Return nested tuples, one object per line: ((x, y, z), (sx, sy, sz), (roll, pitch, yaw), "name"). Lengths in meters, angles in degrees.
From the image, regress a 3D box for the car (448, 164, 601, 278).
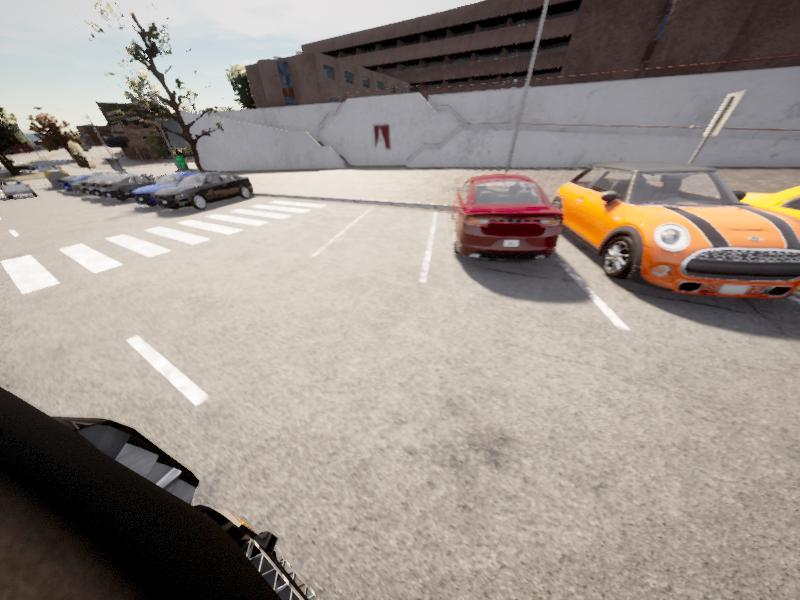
((2.399, -2.473, 6.047), (2.097, 1.535, 5.008), (4, 34, 10), "car")

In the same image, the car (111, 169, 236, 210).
((-13.010, -6.801, 13.914), (2.097, 1.535, 5.008), (4, 33, 10), "car")

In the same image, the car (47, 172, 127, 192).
((-35.474, -13.541, 26.437), (2.231, 1.521, 4.892), (6, 33, 14), "car")

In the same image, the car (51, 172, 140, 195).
((-30.586, -11.960, 23.518), (2.097, 1.535, 5.008), (5, 33, 13), "car")

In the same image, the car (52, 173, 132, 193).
((-33.027, -12.714, 24.994), (2.002, 1.452, 4.674), (6, 33, 14), "car")

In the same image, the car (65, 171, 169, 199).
((-23.148, -9.677, 19.286), (2.231, 1.521, 4.892), (4, 33, 12), "car")

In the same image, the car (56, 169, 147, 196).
((-28.114, -11.312, 22.050), (2.185, 1.767, 4.553), (5, 33, 13), "car")

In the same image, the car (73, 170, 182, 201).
((-20.636, -8.941, 17.914), (2.231, 1.521, 4.892), (4, 33, 12), "car")

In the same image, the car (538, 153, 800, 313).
((4.981, -1.861, 4.711), (2.185, 1.767, 4.553), (4, 34, 9), "car")

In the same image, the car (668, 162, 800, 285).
((7.525, -0.897, 3.301), (1.946, 1.575, 5.366), (4, 34, 9), "car")

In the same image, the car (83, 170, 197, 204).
((-18.107, -8.214, 16.559), (2.231, 1.521, 4.892), (4, 33, 11), "car")

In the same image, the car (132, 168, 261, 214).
((-10.452, -6.093, 12.599), (2.097, 1.535, 5.008), (4, 33, 10), "car")

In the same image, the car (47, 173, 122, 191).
((-37.881, -14.346, 27.973), (2.163, 1.488, 4.792), (6, 33, 15), "car")

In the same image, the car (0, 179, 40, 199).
((-37.765, -11.002, 22.772), (3.633, 1.501, 1.845), (18, 39, 30), "car")
